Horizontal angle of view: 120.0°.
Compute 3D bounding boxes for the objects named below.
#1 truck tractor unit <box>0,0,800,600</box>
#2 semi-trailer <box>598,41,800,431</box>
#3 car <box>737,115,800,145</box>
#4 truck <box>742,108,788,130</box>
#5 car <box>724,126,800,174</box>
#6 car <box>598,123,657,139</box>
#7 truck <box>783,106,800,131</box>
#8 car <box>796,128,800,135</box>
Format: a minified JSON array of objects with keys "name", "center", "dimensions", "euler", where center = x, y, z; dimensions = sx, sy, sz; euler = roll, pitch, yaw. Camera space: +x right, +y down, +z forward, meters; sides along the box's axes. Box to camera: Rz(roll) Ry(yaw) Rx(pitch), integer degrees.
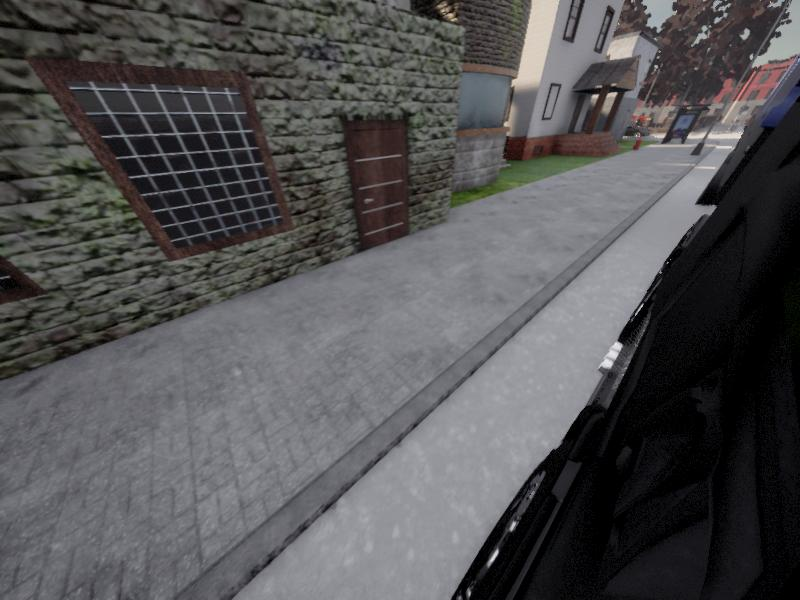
[{"name":"truck tractor unit","center":[2.645,-0.295,0.352],"dimensions":[6.516,4.208,3.053],"euler":[-28,44,-30]},{"name":"semi-trailer","center":[8.699,-3.592,4.245],"dimensions":[14.254,4.402,2.717],"euler":[-28,44,-30]},{"name":"car","center":[30.879,-14.282,19.356],"dimensions":[1.932,1.855,4.605],"euler":[29,46,33]},{"name":"truck","center":[53.931,-26.842,34.288],"dimensions":[5.204,2.467,2.627],"euler":[-28,44,-30]},{"name":"car","center":[17.995,-7.340,11.138],"dimensions":[4.902,1.511,2.128],"euler":[-28,44,-30]},{"name":"car","center":[28.986,-21.647,29.624],"dimensions":[1.837,1.490,4.892],"euler":[-28,44,-30]},{"name":"truck","center":[56.053,-25.387,31.086],"dimensions":[8.468,3.827,2.891],"euler":[-28,44,-30]},{"name":"car","center":[45.567,-18.869,24.927],"dimensions":[4.902,1.511,2.128],"euler":[-28,44,-30]}]
